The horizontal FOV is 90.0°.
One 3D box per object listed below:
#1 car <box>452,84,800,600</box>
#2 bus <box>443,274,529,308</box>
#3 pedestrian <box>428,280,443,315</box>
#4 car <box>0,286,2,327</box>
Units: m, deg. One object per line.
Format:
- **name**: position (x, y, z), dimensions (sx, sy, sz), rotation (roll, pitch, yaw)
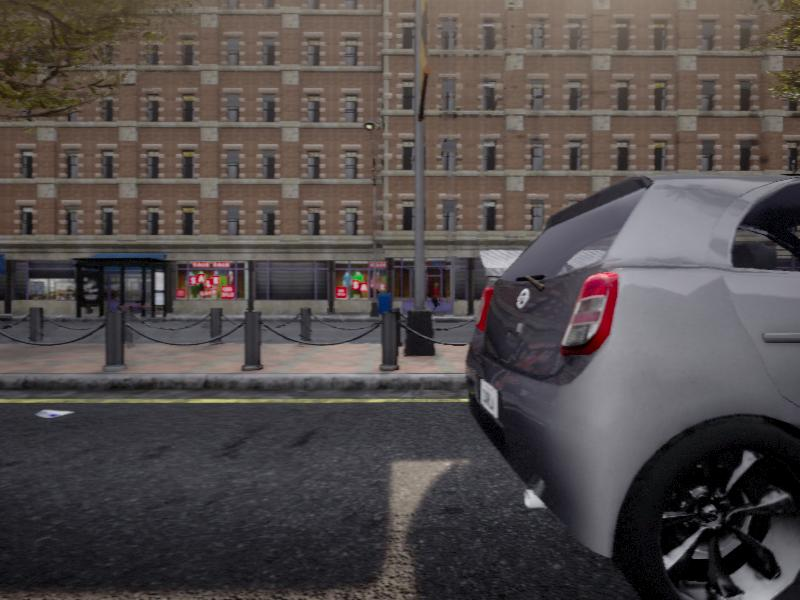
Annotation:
- **car**: position (2.226, 0.228, 1.973), dimensions (3.633, 1.501, 1.845), rotation (0, 0, -3)
- **bus**: position (10.978, -1.130, 51.918), dimensions (10.273, 4.253, 3.944), rotation (0, 0, 0)
- **pedestrian**: position (1.908, -0.114, 21.769), dimensions (0.751, 1.860, 0.751), rotation (0, 0, 1)
- **car**: position (-16.903, 0.239, 13.621), dimensions (4.892, 1.490, 1.837), rotation (0, 0, 0)
